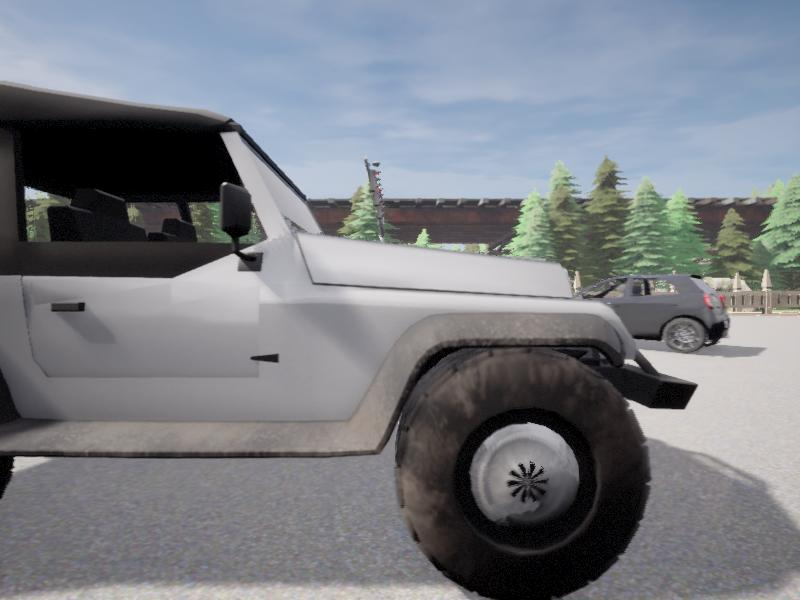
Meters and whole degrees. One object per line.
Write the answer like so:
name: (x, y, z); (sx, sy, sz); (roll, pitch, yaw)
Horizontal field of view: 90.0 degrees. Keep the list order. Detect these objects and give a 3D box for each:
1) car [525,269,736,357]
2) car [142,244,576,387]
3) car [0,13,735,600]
car: (4.867, 0.230, 8.791); (1.845, 1.501, 3.633); (1, -1, -42)
car: (-0.472, 0.179, 5.708); (5.027, 1.651, 2.152); (0, 0, 0)
car: (-0.887, 0.044, 2.208); (3.866, 1.878, 1.905); (0, 0, 0)
